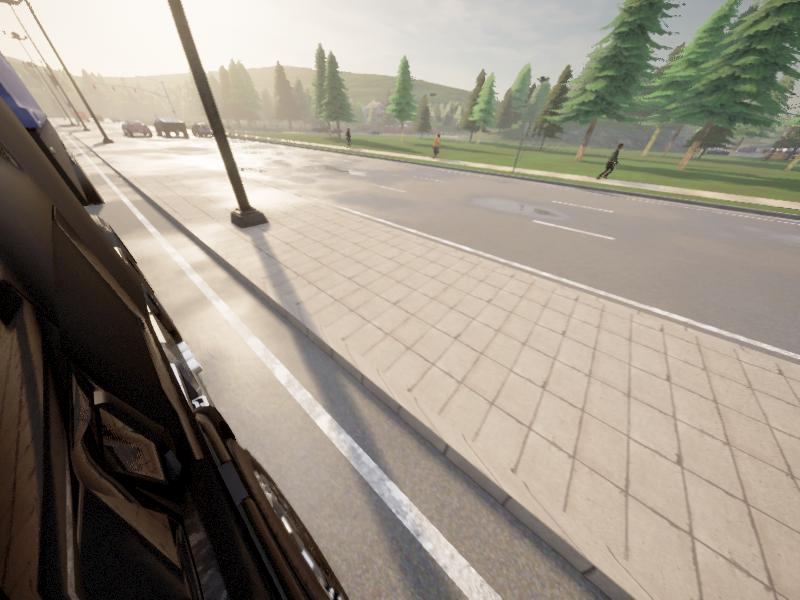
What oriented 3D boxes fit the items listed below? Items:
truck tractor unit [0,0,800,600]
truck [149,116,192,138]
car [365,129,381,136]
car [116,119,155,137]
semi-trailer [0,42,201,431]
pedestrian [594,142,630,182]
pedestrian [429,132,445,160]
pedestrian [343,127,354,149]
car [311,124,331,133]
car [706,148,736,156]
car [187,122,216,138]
[{"bbox_3d":[-2.645,-0.295,0.351,6.516,4.208,3.053,28,44,30],"label":"truck tractor unit"},{"bbox_3d":[-31.452,-23.656,31.597,6.274,2.098,2.390,28,43,30],"label":"truck"},{"bbox_3d":[-8.507,-53.589,73.820,2.128,1.511,4.902,28,44,30],"label":"car"},{"bbox_3d":[-34.000,-22.085,29.721,5.027,1.651,2.152,28,43,30],"label":"car"},{"bbox_3d":[-8.688,-3.609,4.243,14.254,4.402,2.717,28,44,30],"label":"semi-trailer"},{"bbox_3d":[11.982,-7.818,13.094,0.751,1.860,0.751,30,44,31],"label":"pedestrian"},{"bbox_3d":[3.034,-12.660,19.005,0.751,1.860,0.751,29,44,31],"label":"pedestrian"},{"bbox_3d":[-5.459,-17.228,24.579,0.751,1.860,0.751,29,44,30],"label":"pedestrian"},{"bbox_3d":[-24.334,-52.863,71.310,2.150,2.045,5.566,28,44,30],"label":"car"},{"bbox_3d":[70.637,-32.509,50.833,4.718,1.301,1.895,-7,38,-13],"label":"car"},{"bbox_3d":[-29.174,-24.970,33.921,3.988,1.617,1.851,28,43,30],"label":"car"}]
